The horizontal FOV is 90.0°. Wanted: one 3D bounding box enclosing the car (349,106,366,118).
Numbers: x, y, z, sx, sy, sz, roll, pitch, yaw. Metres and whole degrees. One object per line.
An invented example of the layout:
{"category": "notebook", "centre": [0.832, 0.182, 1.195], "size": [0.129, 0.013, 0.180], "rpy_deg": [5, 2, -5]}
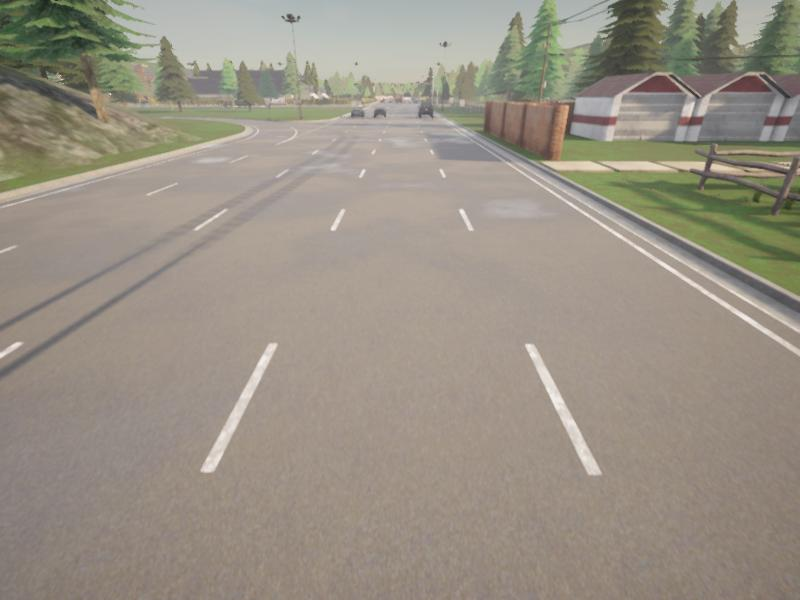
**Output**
{"category": "car", "centre": [-6.541, -29.295, 62.351], "size": [2.128, 1.511, 4.902], "rpy_deg": [0, 27, 0]}

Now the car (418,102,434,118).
{"category": "car", "centre": [3.956, -29.390, 61.847], "size": [2.150, 2.045, 5.566], "rpy_deg": [0, 27, 0]}

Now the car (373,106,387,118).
{"category": "car", "centre": [-3.044, -29.129, 61.949], "size": [1.837, 1.490, 4.892], "rpy_deg": [0, 27, 0]}
